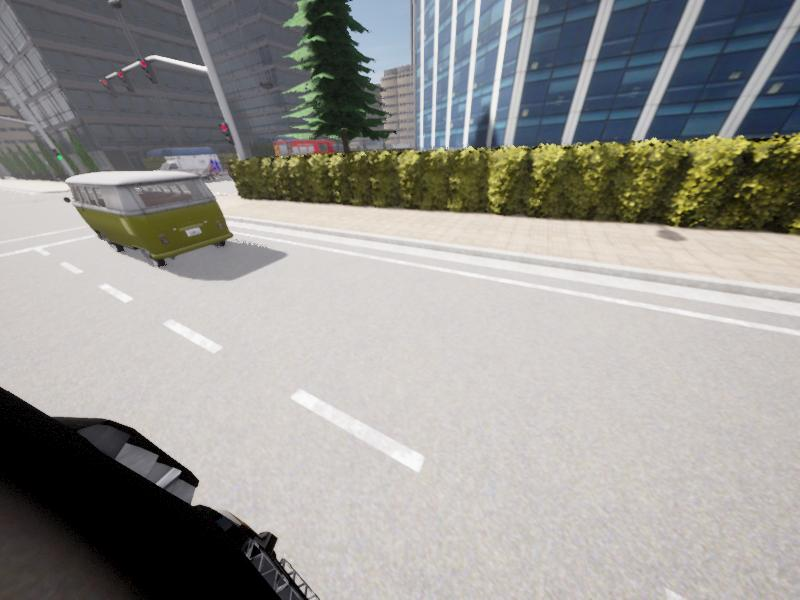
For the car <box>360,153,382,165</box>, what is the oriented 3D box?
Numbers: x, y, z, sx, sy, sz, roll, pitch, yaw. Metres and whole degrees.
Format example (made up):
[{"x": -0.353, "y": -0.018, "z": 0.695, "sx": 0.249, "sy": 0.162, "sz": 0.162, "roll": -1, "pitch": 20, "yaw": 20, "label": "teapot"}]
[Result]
[{"x": -4.925, "y": -24.411, "z": 39.899, "sx": 1.845, "sy": 1.501, "sz": 3.633, "roll": 14, "pitch": 37, "yaw": 24, "label": "car"}]

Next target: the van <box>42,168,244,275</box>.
[{"x": -6.846, "y": -2.336, "z": 6.259, "sx": 4.442, "sy": 1.987, "sz": 1.775, "roll": 14, "pitch": 37, "yaw": 24, "label": "van"}]

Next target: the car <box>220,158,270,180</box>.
[{"x": -17.476, "y": -14.960, "z": 26.286, "sx": 1.905, "sy": 1.878, "sz": 3.866, "roll": 14, "pitch": 37, "yaw": 24, "label": "car"}]

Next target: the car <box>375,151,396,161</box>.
[{"x": -3.007, "y": -30.758, "z": 49.241, "sx": 1.930, "sy": 1.638, "sz": 5.238, "roll": 14, "pitch": 37, "yaw": 24, "label": "car"}]

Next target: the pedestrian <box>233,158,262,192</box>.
[{"x": -9.897, "y": -8.111, "z": 15.030, "sx": 0.751, "sy": 1.860, "sz": 0.751, "roll": 23, "pitch": 41, "yaw": 34, "label": "pedestrian"}]

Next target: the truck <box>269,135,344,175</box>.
[{"x": -11.250, "y": -18.462, "z": 29.327, "sx": 2.891, "sy": 3.827, "sz": 8.468, "roll": 14, "pitch": 37, "yaw": 24, "label": "truck"}]

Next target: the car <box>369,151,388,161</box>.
[{"x": -4.826, "y": -32.958, "z": 52.688, "sx": 2.242, "sy": 1.667, "sz": 4.611, "roll": 14, "pitch": 37, "yaw": 24, "label": "car"}]

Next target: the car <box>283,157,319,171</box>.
[{"x": -15.349, "y": -21.328, "z": 36.063, "sx": 1.882, "sy": 1.535, "sz": 5.008, "roll": 14, "pitch": 37, "yaw": 24, "label": "car"}]

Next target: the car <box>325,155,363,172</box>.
[{"x": -7.140, "y": -17.781, "z": 30.067, "sx": 2.128, "sy": 1.511, "sz": 4.902, "roll": 14, "pitch": 37, "yaw": 24, "label": "car"}]

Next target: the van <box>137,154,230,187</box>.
[{"x": -22.502, "y": -13.848, "z": 24.520, "sx": 2.351, "sy": 2.431, "sz": 6.366, "roll": 14, "pitch": 37, "yaw": 24, "label": "van"}]
